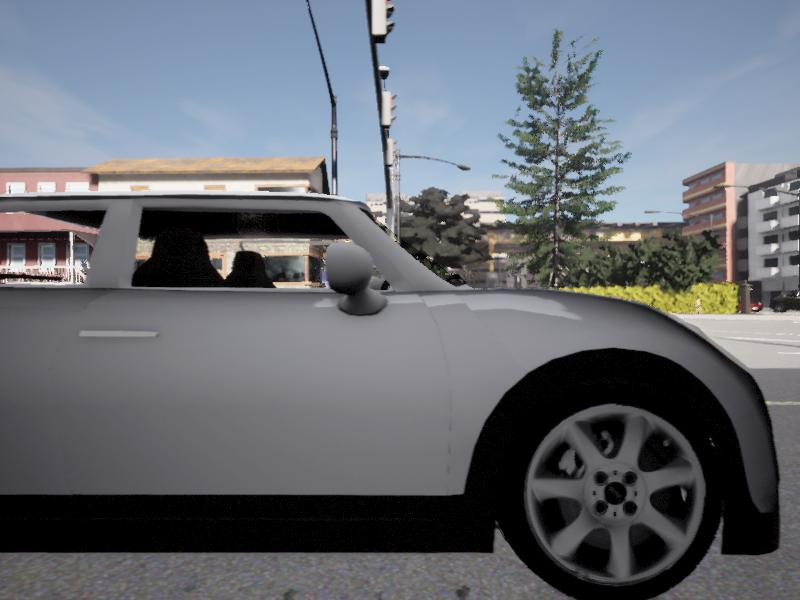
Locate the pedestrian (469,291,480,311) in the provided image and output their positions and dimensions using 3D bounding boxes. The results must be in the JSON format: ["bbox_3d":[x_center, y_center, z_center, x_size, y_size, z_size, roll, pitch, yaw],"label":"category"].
[{"bbox_3d":[6.943,0.081,37.210,0.751,1.860,0.751,-1,0,37],"label":"pedestrian"}]

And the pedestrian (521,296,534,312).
[{"bbox_3d":[10.390,0.314,32.579,0.751,1.300,0.751,0,0,-39],"label":"pedestrian"}]

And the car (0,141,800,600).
[{"bbox_3d":[-0.463,0.260,2.200,3.806,1.475,1.970,0,0,0],"label":"car"}]

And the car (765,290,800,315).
[{"bbox_3d":[27.582,0.169,26.561,2.152,1.651,5.027,0,0,1],"label":"car"}]

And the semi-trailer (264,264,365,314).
[{"bbox_3d":[-9.201,-0.891,40.617,14.254,4.402,2.717,-1,0,45],"label":"semi-trailer"}]

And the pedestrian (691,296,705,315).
[{"bbox_3d":[17.688,0.319,23.766,0.500,1.100,0.500,0,0,-30],"label":"pedestrian"}]

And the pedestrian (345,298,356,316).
[{"bbox_3d":[-2.924,0.413,23.676,0.500,1.100,0.500,0,0,-37],"label":"pedestrian"}]

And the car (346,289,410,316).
[{"bbox_3d":[-1.924,0.212,33.408,5.566,2.045,2.150,0,0,45],"label":"car"}]
